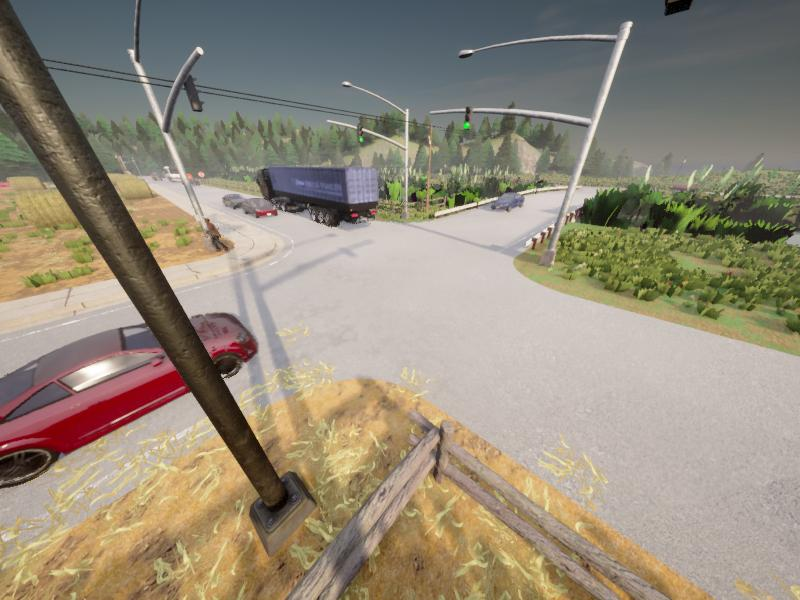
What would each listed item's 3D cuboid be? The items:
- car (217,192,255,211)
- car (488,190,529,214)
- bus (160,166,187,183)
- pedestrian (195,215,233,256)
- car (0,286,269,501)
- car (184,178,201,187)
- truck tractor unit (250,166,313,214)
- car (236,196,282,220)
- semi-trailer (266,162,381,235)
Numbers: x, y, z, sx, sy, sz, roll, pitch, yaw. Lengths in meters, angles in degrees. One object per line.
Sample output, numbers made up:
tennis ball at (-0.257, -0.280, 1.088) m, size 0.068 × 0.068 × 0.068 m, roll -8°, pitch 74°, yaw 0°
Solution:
car at (-19.213, -11.586, 26.983) m, size 5.357 × 1.411 × 2.033 m, roll 25°, pitch 38°, yaw 36°
car at (11.213, -10.164, 23.755) m, size 4.674 × 1.442 × 1.812 m, roll -28°, pitch 40°, yaw -35°
bus at (-71.633, -39.816, 73.012) m, size 10.273 × 4.253 × 3.944 m, roll 25°, pitch 38°, yaw 36°
pedestrian at (-9.583, -3.345, 11.960) m, size 0.751 × 1.860 × 0.751 m, roll 19°, pitch 35°, yaw 29°
car at (-5.431, 1.339, 4.689) m, size 1.994 × 1.385 × 4.181 m, roll 23°, pitch 37°, yaw 34°
car at (-51.996, -29.514, 57.808) m, size 5.027 × 1.651 × 2.152 m, roll 25°, pitch 38°, yaw 36°
truck tractor unit at (-12.934, -12.246, 25.292) m, size 6.516 × 4.208 × 3.053 m, roll 26°, pitch 39°, yaw 36°
car at (-13.844, -9.098, 22.586) m, size 4.792 × 1.488 × 2.163 m, roll 25°, pitch 38°, yaw 36°
semi-trailer at (-7.374, -9.515, 20.368) m, size 2.717 × 4.402 × 14.254 m, roll -26°, pitch 39°, yaw -37°
